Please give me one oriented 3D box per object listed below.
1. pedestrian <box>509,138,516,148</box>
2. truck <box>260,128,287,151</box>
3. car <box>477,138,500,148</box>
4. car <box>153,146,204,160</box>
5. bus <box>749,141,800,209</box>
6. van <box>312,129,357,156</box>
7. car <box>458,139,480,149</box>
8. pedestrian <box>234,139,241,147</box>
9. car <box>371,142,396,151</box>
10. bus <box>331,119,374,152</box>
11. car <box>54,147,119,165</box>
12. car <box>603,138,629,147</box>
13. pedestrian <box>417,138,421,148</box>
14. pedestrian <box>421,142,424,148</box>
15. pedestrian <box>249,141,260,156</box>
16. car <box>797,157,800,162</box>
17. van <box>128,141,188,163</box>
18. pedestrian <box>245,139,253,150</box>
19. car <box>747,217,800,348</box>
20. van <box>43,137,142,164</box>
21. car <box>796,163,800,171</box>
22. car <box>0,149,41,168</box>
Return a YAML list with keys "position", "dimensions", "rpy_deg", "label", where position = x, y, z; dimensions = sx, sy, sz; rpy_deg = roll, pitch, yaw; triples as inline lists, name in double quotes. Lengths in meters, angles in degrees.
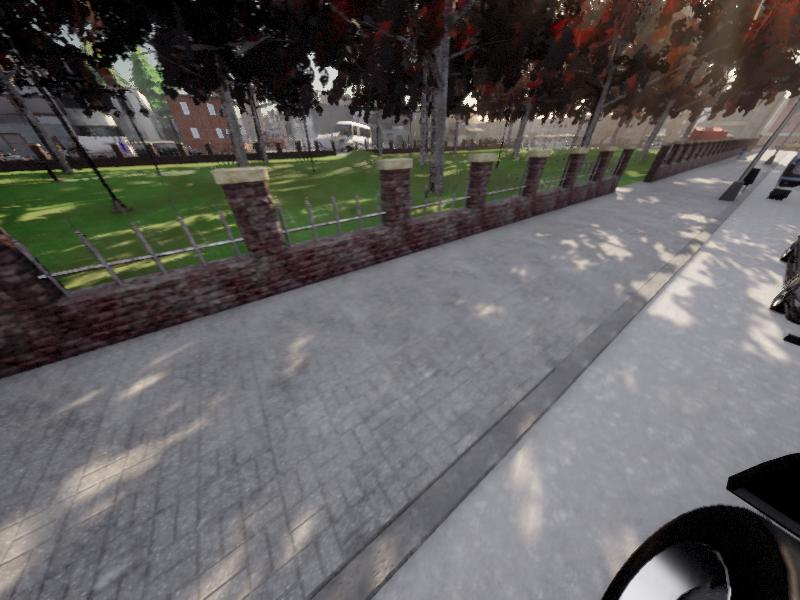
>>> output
- position: [25.942, -36.429, 53.490]
  dimensions: [0.751, 1.860, 0.751]
  rpy_deg: [-22, 40, -27]
  label: "pedestrian"
- position: [-28.072, -35.535, 51.165]
  dimensions: [2.891, 3.827, 8.468]
  rpy_deg: [-22, 41, -28]
  label: "truck"
- position: [21.420, -38.156, 56.033]
  dimensions: [5.566, 2.045, 2.150]
  rpy_deg: [-24, 42, -30]
  label: "car"
- position: [-29.585, -19.796, 31.067]
  dimensions: [4.718, 1.301, 1.895]
  rpy_deg: [-20, 40, -25]
  label: "car"
- position: [19.503, -6.466, 9.225]
  dimensions: [10.273, 4.253, 3.944]
  rpy_deg: [-22, 41, -28]
  label: "bus"
- position: [-10.690, -25.905, 38.084]
  dimensions: [6.366, 2.431, 2.351]
  rpy_deg: [1, 53, 12]
  label: "van"
- position: [15.814, -35.935, 53.075]
  dimensions: [4.605, 1.855, 1.932]
  rpy_deg: [-22, 41, -28]
  label: "car"
- position: [-46.886, -45.296, 66.628]
  dimensions: [0.751, 1.860, 0.751]
  rpy_deg: [-27, 43, -32]
  label: "pedestrian"
- position: [-3.285, -30.812, 46.344]
  dimensions: [4.674, 1.442, 1.812]
  rpy_deg: [-22, 41, -28]
  label: "car"
- position: [-8.341, -29.944, 42.573]
  dimensions: [3.944, 4.253, 10.273]
  rpy_deg: [10, 33, 9]
  label: "bus"
- position: [-33.587, -15.599, 24.947]
  dimensions: [3.633, 1.501, 1.845]
  rpy_deg: [-23, 41, -29]
  label: "car"
- position: [52.699, -38.534, 56.459]
  dimensions: [1.905, 1.878, 3.866]
  rpy_deg: [-22, 41, -28]
  label: "car"
- position: [4.511, -37.341, 54.950]
  dimensions: [0.751, 1.860, 0.751]
  rpy_deg: [29, 44, 35]
  label: "pedestrian"
- position: [5.378, -37.202, 55.405]
  dimensions: [0.500, 1.100, 0.500]
  rpy_deg: [-21, 40, -26]
  label: "pedestrian"
- position: [-22.282, -23.213, 35.320]
  dimensions: [0.751, 1.860, 0.751]
  rpy_deg: [-24, 41, -29]
  label: "pedestrian"
- position: [43.170, -15.149, 23.611]
  dimensions: [5.238, 1.638, 1.930]
  rpy_deg: [-23, 41, -28]
  label: "car"
- position: [-28.623, -17.752, 27.565]
  dimensions: [4.442, 1.987, 1.775]
  rpy_deg: [-24, 41, -29]
  label: "van"
- position: [-30.843, -31.713, 47.238]
  dimensions: [0.751, 1.860, 0.751]
  rpy_deg: [-22, 41, -28]
  label: "pedestrian"
- position: [7.706, -0.570, 3.443]
  dimensions: [5.357, 1.411, 2.033]
  rpy_deg: [-22, 41, -28]
  label: "car"
- position: [-35.968, -17.915, 27.471]
  dimensions: [6.366, 2.431, 2.351]
  rpy_deg: [-22, 41, -28]
  label: "van"
- position: [32.617, -10.942, 17.516]
  dimensions: [3.866, 1.878, 1.905]
  rpy_deg: [-22, 41, -28]
  label: "car"
- position: [-39.376, -13.359, 21.937]
  dimensions: [5.357, 1.411, 2.033]
  rpy_deg: [-21, 40, -27]
  label: "car"
